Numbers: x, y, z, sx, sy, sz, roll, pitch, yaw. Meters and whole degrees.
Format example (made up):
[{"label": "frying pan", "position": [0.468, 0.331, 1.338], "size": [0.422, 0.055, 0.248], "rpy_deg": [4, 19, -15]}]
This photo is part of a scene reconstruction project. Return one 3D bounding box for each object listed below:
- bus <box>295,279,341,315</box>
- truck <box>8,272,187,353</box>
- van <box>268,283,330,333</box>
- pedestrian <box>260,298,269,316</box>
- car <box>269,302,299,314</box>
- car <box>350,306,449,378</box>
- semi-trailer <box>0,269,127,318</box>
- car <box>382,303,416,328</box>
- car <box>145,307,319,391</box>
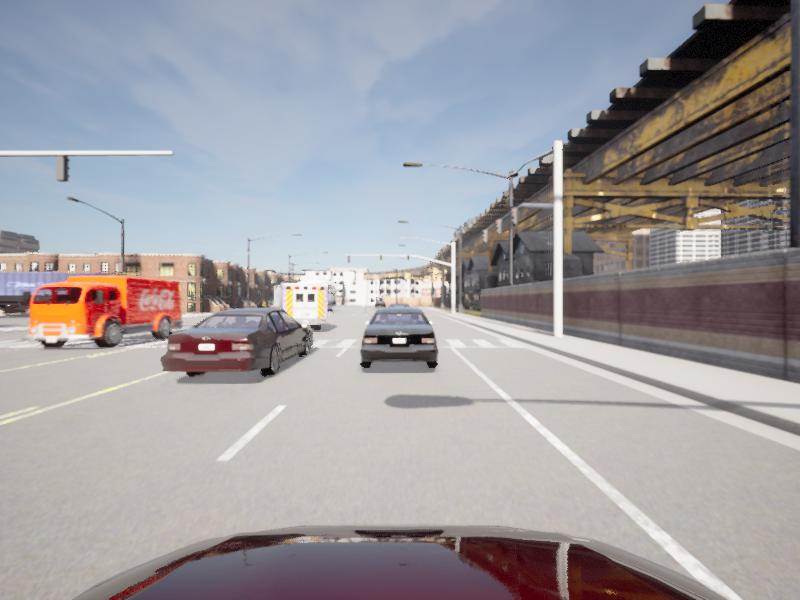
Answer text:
[{"label": "bus", "position": [-10.491, -0.462, 52.413], "size": [3.944, 4.253, 10.273], "rpy_deg": [0, 1, 0]}, {"label": "truck", "position": [-10.531, 0.378, 14.686], "size": [2.627, 2.467, 5.204], "rpy_deg": [0, 0, 0]}, {"label": "van", "position": [-5.960, 0.412, 22.878], "size": [2.351, 2.431, 6.366], "rpy_deg": [0, 0, -24]}, {"label": "pedestrian", "position": [-14.314, 0.700, 42.208], "size": [0.751, 1.860, 0.751], "rpy_deg": [0, 0, -26]}, {"label": "car", "position": [-14.106, 0.967, 48.988], "size": [2.033, 1.411, 5.357], "rpy_deg": [0, 0, 0]}, {"label": "car", "position": [-0.020, 0.911, 10.946], "size": [2.033, 1.411, 5.357], "rpy_deg": [0, 0, 0]}, {"label": "semi-trailer", "position": [-33.638, -0.564, 37.154], "size": [14.254, 4.402, 2.717], "rpy_deg": [0, 0, -5]}, {"label": "car", "position": [-0.054, 0.933, 26.185], "size": [2.033, 1.411, 5.357], "rpy_deg": [0, 0, 0]}, {"label": "car", "position": [-3.520, 0.909, 9.781], "size": [2.033, 1.411, 5.357], "rpy_deg": [0, 0, 0]}]
